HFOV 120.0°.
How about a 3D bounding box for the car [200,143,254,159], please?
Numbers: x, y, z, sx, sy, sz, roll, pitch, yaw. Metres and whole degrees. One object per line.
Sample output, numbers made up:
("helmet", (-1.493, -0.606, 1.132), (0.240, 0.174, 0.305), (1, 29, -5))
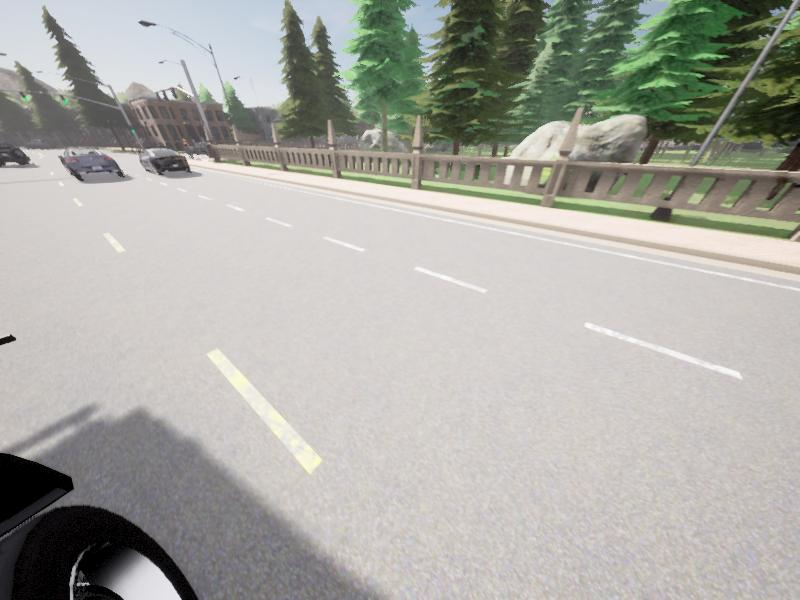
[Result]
("car", (-22.256, -19.409, 29.947), (2.128, 1.511, 4.902), (21, 40, 27))

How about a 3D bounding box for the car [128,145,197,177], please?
("car", (-17.339, -10.216, 16.837), (5.238, 1.638, 1.930), (23, 41, 29))

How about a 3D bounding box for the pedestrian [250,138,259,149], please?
("pedestrian", (-28.947, -31.224, 46.037), (0.751, 1.860, 0.751), (22, 41, 28))

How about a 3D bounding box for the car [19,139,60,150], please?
("car", (-71.001, -30.669, 45.522), (4.611, 1.667, 2.242), (7, 36, 9))

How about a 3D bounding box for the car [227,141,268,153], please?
("car", (-26.238, -26.509, 39.923), (1.801, 1.575, 5.366), (23, 41, 29))

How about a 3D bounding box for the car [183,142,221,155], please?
("car", (-30.282, -23.334, 35.481), (1.970, 1.475, 3.806), (23, 41, 29))

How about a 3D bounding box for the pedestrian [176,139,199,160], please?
("pedestrian", (-22.020, -15.628, 23.977), (0.751, 1.860, 0.751), (9, 36, 12))

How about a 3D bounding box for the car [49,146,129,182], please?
("car", (-20.266, -8.958, 15.047), (5.027, 1.651, 2.152), (23, 41, 29))

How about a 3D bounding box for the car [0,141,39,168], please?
("car", (-35.096, -12.314, 19.477), (4.605, 1.855, 1.932), (-4, 34, -7))

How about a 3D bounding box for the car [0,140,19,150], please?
("car", (-75.817, -29.159, 43.395), (4.792, 1.488, 2.163), (5, 35, 6))
